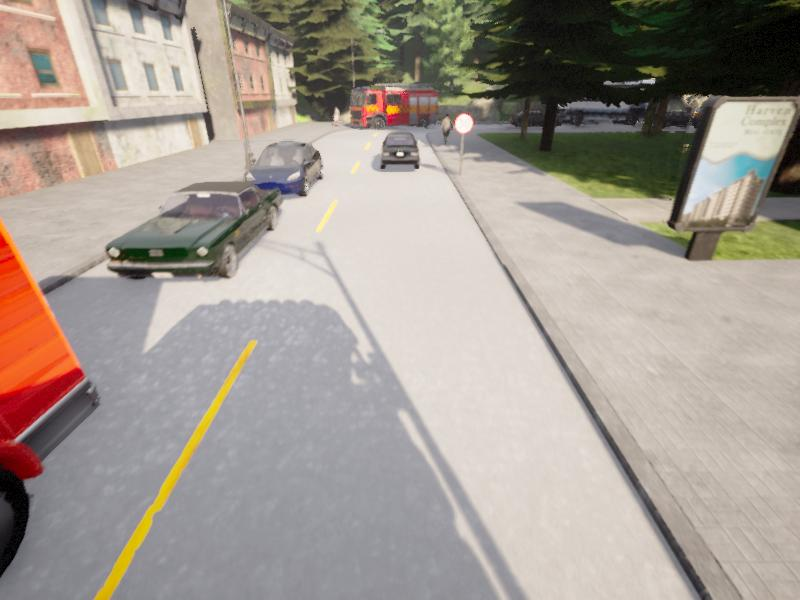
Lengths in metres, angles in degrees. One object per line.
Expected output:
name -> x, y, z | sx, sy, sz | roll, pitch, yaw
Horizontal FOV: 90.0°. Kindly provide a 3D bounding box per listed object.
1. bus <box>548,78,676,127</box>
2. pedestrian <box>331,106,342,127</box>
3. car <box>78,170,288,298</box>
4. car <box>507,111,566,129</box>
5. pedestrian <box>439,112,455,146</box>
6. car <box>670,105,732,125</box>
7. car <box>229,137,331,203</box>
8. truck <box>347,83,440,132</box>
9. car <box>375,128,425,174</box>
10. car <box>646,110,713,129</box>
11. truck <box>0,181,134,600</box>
bus -> 21.454, -20.389, 41.321 | 10.273, 4.253, 3.944 | 0, 27, -1
pedestrian -> -6.235, -18.059, 39.371 | 0.751, 1.860, 0.751 | -16, 31, -28
car -> -3.991, -1.698, 8.511 | 1.895, 1.301, 4.718 | 0, 27, 0
car -> 12.998, -17.310, 38.414 | 4.892, 1.490, 1.837 | -1, 27, -2
pedestrian -> 2.914, -10.704, 25.020 | 0.751, 1.860, 0.751 | 9, 29, 18
car -> 31.527, -19.423, 42.019 | 4.553, 1.767, 2.097 | 0, 27, 0
car -> -4.000, -4.814, 14.352 | 2.163, 1.488, 4.792 | 0, 27, 0
truck -> -0.485, -18.477, 38.268 | 8.468, 3.827, 2.891 | -16, 31, -28
car -> 0.001, -7.270, 19.174 | 2.033, 1.411, 5.357 | 0, 27, 0
car -> 26.805, -17.432, 38.532 | 4.892, 1.490, 1.837 | -1, 27, 0
truck -> -4.003, 1.433, 1.155 | 2.627, 2.467, 5.204 | 0, 27, 0
